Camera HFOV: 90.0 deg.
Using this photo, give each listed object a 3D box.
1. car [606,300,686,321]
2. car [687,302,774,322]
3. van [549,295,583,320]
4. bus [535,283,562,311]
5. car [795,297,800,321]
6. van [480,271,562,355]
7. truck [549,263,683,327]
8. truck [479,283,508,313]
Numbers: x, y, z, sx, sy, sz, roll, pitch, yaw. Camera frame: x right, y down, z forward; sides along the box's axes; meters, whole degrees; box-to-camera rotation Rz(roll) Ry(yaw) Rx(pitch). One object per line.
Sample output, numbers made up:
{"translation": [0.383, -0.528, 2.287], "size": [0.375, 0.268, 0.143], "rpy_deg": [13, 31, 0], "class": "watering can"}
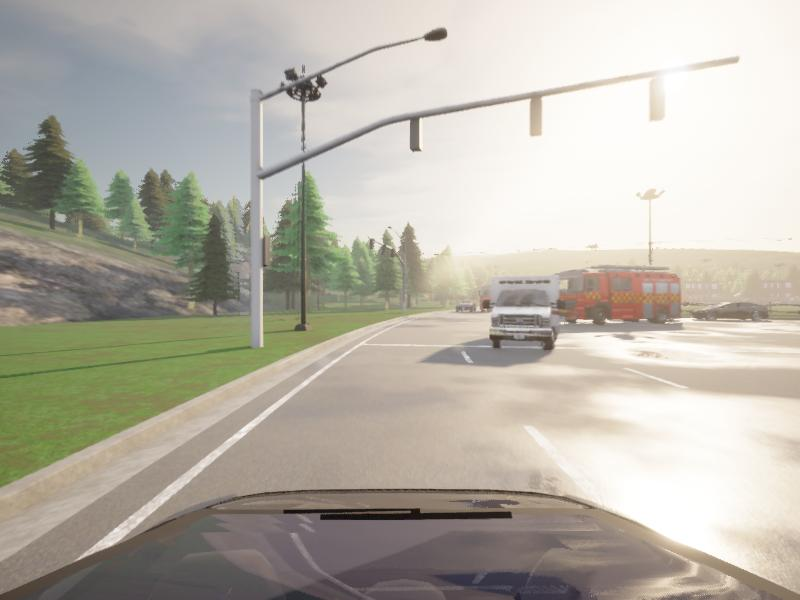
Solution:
{"translation": [19.504, 0.802, 31.893], "size": [5.027, 1.651, 2.152], "rpy_deg": [0, 0, -1], "class": "car"}
{"translation": [25.831, 0.875, 31.449], "size": [4.792, 1.488, 2.163], "rpy_deg": [0, 0, 15], "class": "car"}
{"translation": [14.155, 0.592, 34.326], "size": [2.069, 2.038, 4.480], "rpy_deg": [0, 0, 14], "class": "van"}
{"translation": [24.517, -0.499, 66.330], "size": [3.944, 4.253, 10.273], "rpy_deg": [0, 0, 20], "class": "bus"}
{"translation": [32.518, 0.678, 29.370], "size": [4.605, 1.855, 1.932], "rpy_deg": [0, 0, 19], "class": "car"}
{"translation": [4.721, 0.386, 14.941], "size": [2.351, 2.431, 6.366], "rpy_deg": [0, 0, 21], "class": "van"}
{"translation": [14.494, -0.303, 26.876], "size": [8.468, 3.827, 2.891], "rpy_deg": [0, 0, -18], "class": "truck"}
{"translation": [13.126, -0.292, 55.632], "size": [2.891, 3.827, 8.468], "rpy_deg": [0, 0, 20], "class": "truck"}
